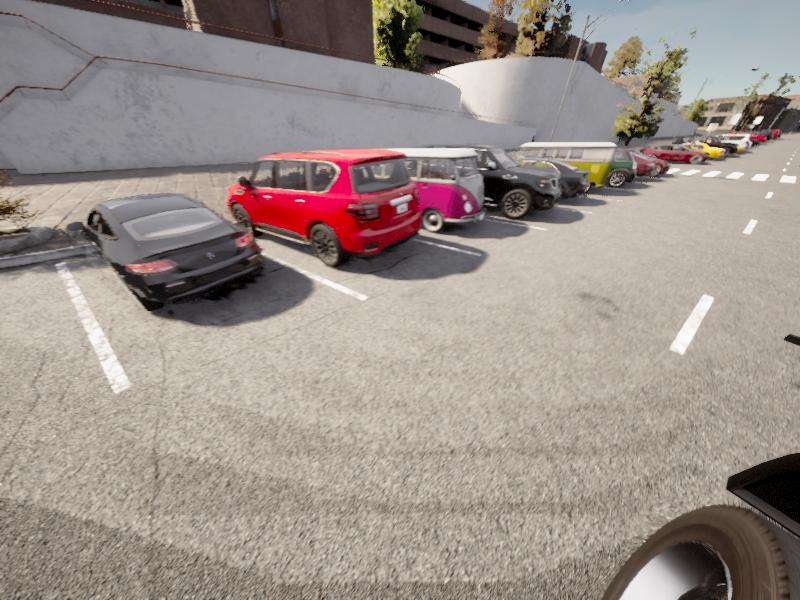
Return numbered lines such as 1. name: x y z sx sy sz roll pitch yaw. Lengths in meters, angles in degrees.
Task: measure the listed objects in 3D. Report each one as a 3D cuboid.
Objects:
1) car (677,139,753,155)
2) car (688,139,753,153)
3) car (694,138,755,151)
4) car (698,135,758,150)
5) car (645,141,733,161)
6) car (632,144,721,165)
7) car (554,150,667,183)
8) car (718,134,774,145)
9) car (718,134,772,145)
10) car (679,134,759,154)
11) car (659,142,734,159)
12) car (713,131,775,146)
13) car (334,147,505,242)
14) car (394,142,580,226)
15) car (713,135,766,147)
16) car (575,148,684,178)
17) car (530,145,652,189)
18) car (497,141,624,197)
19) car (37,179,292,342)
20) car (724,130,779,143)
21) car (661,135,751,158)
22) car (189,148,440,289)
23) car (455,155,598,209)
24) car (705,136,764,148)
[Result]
1. car: 39.711 -19.449 29.391 5.366 1.575 1.946 21 40 29
2. car: 44.450 -21.556 32.267 4.792 1.488 2.163 21 41 29
3. car: 46.939 -22.582 33.646 4.674 1.452 2.002 21 41 29
4. car: 49.366 -23.773 34.934 4.553 1.767 2.185 21 41 29
5. car: 29.569 -15.470 24.009 5.366 1.575 1.946 21 41 29
6. car: 24.833 -13.353 21.142 4.792 1.488 2.163 21 40 29
7. car: 12.520 -8.287 14.181 4.674 1.452 2.002 21 41 29
8. car: 64.288 -29.902 43.108 5.366 1.575 1.946 21 41 29
9. car: 66.435 -31.060 44.653 5.366 1.575 1.946 21 41 29
10. car: 41.988 -20.750 30.730 5.566 2.045 2.435 21 41 29
11. car: 32.181 -16.400 25.344 4.674 1.452 2.002 21 40 29
12. car: 61.697 -29.107 41.675 5.566 2.045 2.435 21 41 29
13. car: 0.402 -3.444 7.049 4.442 1.987 1.878 21 40 29
14. car: 2.772 -4.499 8.463 5.566 2.045 2.435 21 40 29
15. car: 59.247 -27.827 40.467 4.792 1.488 2.163 21 41 29
16. car: 15.003 -9.304 15.563 4.792 1.488 2.163 21 40 29
17. car: 10.098 -7.409 12.688 4.553 1.767 2.185 21 41 29
18. car: 7.533 -6.531 11.314 4.442 1.987 1.878 21 41 29
19. car: -4.578 -1.250 4.472 4.674 1.452 2.002 21 41 29
20. car: 71.467 -33.299 47.175 5.566 2.045 2.435 21 41 29
21. car: 34.666 -17.648 26.557 5.566 2.045 2.435 21 40 29
22. car: -2.167 -2.501 5.711 5.566 2.045 2.435 21 41 29
23. car: 5.195 -5.301 9.999 4.892 1.521 2.231 21 41 29
24. car: 54.311 -25.752 37.722 5.008 1.535 2.097 21 41 29
